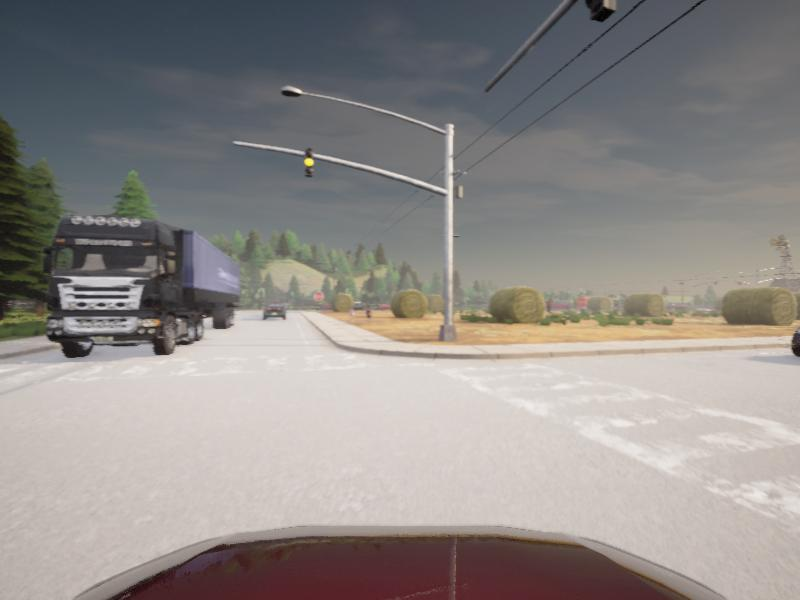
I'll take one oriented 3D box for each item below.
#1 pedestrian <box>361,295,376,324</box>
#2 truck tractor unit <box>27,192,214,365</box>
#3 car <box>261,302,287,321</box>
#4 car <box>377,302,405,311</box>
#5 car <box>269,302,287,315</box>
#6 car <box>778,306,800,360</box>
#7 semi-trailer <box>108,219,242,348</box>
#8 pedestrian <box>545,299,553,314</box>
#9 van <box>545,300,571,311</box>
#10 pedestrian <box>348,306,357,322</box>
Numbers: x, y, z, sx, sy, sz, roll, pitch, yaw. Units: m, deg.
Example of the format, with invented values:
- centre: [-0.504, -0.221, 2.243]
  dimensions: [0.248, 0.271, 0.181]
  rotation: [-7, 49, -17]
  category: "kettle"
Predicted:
- centre: [-1.983, 0.591, 25.408]
  dimensions: [0.751, 1.860, 0.751]
  rotation: [0, 0, 15]
  category: "pedestrian"
- centre: [-8.429, -0.485, 13.246]
  dimensions: [3.053, 4.208, 6.516]
  rotation: [0, -1, -16]
  category: "truck tractor unit"
- centre: [-11.120, 0.953, 35.696]
  dimensions: [2.038, 1.542, 4.974]
  rotation: [0, 0, -16]
  category: "car"
- centre: [-1.591, 1.134, 69.989]
  dimensions: [4.514, 1.525, 2.007]
  rotation: [0, 0, -13]
  category: "car"
- centre: [-14.826, 1.000, 48.898]
  dimensions: [2.007, 1.525, 4.514]
  rotation: [0, 0, -16]
  category: "car"
- centre: [12.996, 0.924, 11.267]
  dimensions: [3.633, 1.501, 1.845]
  rotation: [0, -1, -17]
  category: "car"
- centre: [-10.537, -0.558, 20.873]
  dimensions: [2.717, 4.402, 14.254]
  rotation: [0, 0, -15]
  category: "semi-trailer"
- centre: [18.798, 0.800, 50.464]
  dimensions: [0.751, 1.860, 0.751]
  rotation: [0, 0, -5]
  category: "pedestrian"
- centre: [30.483, 1.099, 77.343]
  dimensions: [4.442, 1.987, 1.775]
  rotation: [0, 0, -13]
  category: "van"
- centre: [-3.404, 0.983, 28.503]
  dimensions: [0.500, 1.100, 0.500]
  rotation: [0, 0, 10]
  category: "pedestrian"
